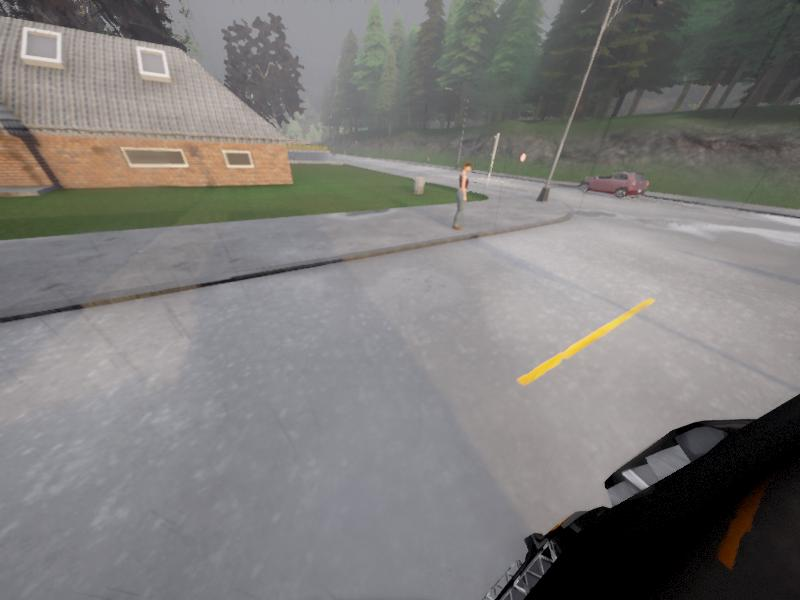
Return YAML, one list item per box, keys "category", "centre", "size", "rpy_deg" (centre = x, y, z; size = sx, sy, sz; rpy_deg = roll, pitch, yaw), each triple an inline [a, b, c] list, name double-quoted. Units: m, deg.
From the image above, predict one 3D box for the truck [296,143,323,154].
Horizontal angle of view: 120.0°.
- category: "truck"
  centre: [-23.549, -39.484, 60.245]
  size: [2.390, 2.098, 6.274]
  rpy_deg: [21, 37, 25]

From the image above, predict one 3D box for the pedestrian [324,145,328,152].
- category: "pedestrian"
  centre: [-24.540, -50.285, 76.550]
  size: [0.751, 1.860, 0.751]
  rpy_deg: [-9, 35, -17]

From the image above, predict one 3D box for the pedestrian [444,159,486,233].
- category: "pedestrian"
  centre: [1.841, -3.045, 6.824]
  size: [0.751, 1.860, 0.751]
  rpy_deg: [4, 33, 2]

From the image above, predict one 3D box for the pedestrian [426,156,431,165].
- category: "pedestrian"
  centre: [4.505, -22.019, 36.505]
  size: [0.500, 1.100, 0.500]
  rpy_deg: [-16, 38, -27]

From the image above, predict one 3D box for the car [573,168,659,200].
- category: "car"
  centre: [14.480, -8.002, 15.817]
  size: [1.845, 1.501, 3.633]
  rpy_deg: [-9, 35, -17]
